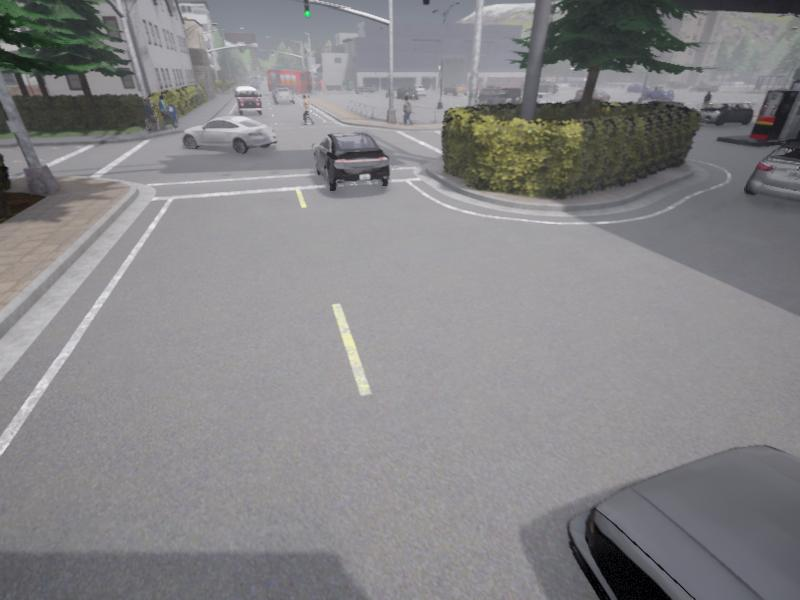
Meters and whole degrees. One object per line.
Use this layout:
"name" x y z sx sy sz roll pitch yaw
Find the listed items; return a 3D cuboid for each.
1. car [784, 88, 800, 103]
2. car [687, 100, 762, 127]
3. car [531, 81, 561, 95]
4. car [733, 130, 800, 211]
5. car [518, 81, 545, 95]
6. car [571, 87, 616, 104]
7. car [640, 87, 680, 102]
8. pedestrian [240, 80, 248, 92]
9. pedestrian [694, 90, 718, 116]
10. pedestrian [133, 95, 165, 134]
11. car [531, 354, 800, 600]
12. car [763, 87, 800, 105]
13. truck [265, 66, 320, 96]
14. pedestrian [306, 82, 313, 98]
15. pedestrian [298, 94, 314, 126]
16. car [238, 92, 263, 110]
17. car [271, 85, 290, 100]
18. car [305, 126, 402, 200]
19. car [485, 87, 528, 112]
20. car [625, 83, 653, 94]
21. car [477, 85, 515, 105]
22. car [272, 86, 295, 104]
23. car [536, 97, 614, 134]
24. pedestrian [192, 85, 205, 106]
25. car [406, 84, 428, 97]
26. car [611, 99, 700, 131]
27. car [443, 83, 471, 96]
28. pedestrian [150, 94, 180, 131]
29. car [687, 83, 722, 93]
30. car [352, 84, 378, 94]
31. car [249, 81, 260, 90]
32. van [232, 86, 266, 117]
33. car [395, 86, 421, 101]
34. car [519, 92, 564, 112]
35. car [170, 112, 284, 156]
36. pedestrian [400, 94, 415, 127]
"car" 48.809 -24.140 47.216 2.007 1.523 4.514 -9 31 -15
"car" 23.262 -13.418 28.730 3.806 1.475 1.970 -9 31 -15
"car" 23.286 -33.973 64.028 1.932 1.855 4.605 -9 31 -15
"car" 12.531 -3.971 11.933 4.611 1.667 2.242 -19 34 -29
"car" 20.634 -33.369 62.927 1.905 1.878 3.866 -9 31 -15
"car" 22.684 -24.123 47.119 2.007 1.523 4.514 -9 31 -15
"car" 32.239 -25.553 49.671 1.845 1.501 3.633 -9 31 -15
"pedestrian" -27.849 -38.140 71.406 0.751 1.860 0.751 -19 35 -30
"pedestrian" 25.160 -16.226 32.919 0.751 1.860 0.751 -9 31 -15
"pedestrian" -13.937 -10.315 22.254 0.751 1.860 0.751 12 32 21
"car" 2.775 2.380 0.666 2.033 1.411 5.357 -9 31 -16
"car" 45.829 -23.662 46.360 2.152 1.636 5.027 -9 31 -15
"truck" -16.878 -34.819 63.812 2.891 3.827 8.468 18 32 29
"pedestrian" -12.052 -28.018 53.286 0.751 1.860 0.751 -9 31 -15
"pedestrian" -6.125 -12.399 26.134 0.751 1.860 0.751 -6 30 -10
"car" -14.837 -19.836 39.759 1.994 1.385 4.181 -9 31 -15
"car" -16.211 -28.020 53.993 2.038 1.542 4.974 -9 31 -15
"car" -1.693 -4.656 13.045 2.128 1.511 4.902 -9 28 -15
"car" 9.773 -18.622 37.011 1.905 1.878 3.866 -9 31 -15
"car" 41.074 -36.400 68.842 1.845 1.501 3.633 -9 31 -15
"car" 10.577 -22.802 44.400 1.932 1.855 4.605 -9 31 -15
"car" -13.669 -23.987 46.800 2.152 1.651 5.027 -9 31 -15
"car" 11.040 -11.755 25.397 3.866 1.878 1.905 -8 31 -15
"pedestrian" -20.459 -20.834 40.665 0.751 1.860 0.751 -8 31 -14
"car" 2.384 -30.257 57.783 1.970 1.475 3.806 -9 31 -15
"car" 17.213 -12.571 27.093 4.856 1.649 2.033 -9 31 -15
"car" 8.416 -31.421 59.667 2.152 1.636 5.027 -9 31 -15
"pedestrian" -13.435 -10.743 22.923 0.751 1.860 0.751 14 33 23
"car" 57.107 -39.829 75.130 2.163 1.488 4.792 -9 31 -15
"car" -6.293 -38.006 71.943 4.193 1.474 1.816 -9 31 -15
"car" -29.769 -43.908 81.949 1.837 1.490 4.892 -9 31 -15
"van" -12.735 -16.697 33.560 2.069 2.038 4.480 -11 31 -19
"car" 0.978 -26.333 51.020 2.007 1.523 4.514 -9 31 -15
"car" 13.130 -18.575 37.501 1.970 1.475 3.806 -9 31 -15
"car" -8.067 -7.858 18.819 4.674 1.442 1.812 11 32 17
"pedestrian" 0.463 -12.395 26.152 0.751 1.860 0.751 -10 31 -16
